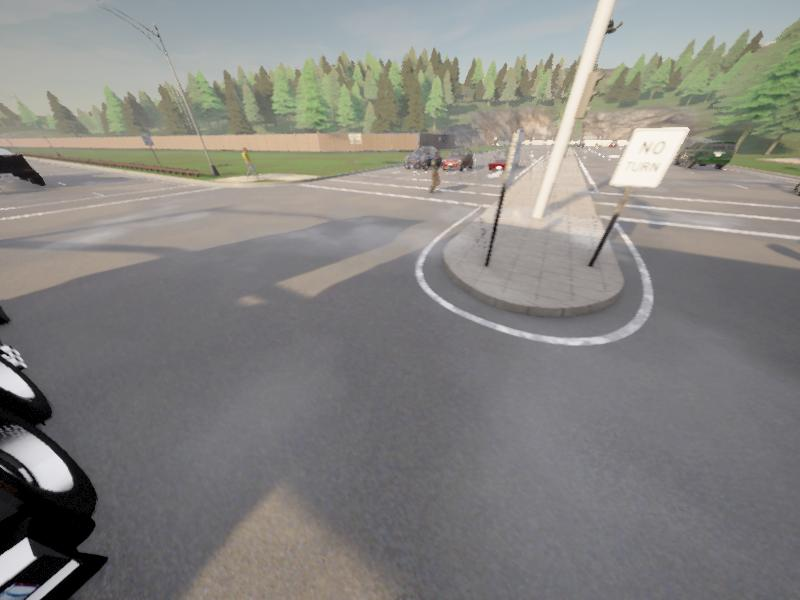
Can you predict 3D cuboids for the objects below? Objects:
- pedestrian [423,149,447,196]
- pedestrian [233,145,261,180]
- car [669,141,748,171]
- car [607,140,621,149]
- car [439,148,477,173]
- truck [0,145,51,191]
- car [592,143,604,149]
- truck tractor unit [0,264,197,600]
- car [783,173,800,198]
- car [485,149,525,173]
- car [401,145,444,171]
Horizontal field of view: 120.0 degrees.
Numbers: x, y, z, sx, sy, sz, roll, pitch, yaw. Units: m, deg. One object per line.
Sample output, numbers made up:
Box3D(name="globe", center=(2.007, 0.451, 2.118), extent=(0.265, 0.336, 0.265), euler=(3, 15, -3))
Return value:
Box3D(name="pedestrian", center=(1.658, -6.041, 10.990), extent=(0.751, 1.860, 0.751), euler=(18, 39, 25))
Box3D(name="pedestrian", center=(-9.554, -8.638, 14.544), extent=(0.751, 1.860, 0.751), euler=(-7, 35, -10))
Box3D(name="car", center=(27.114, -13.008, 20.668), extent=(2.150, 2.045, 5.566), euler=(18, 39, 24))
Box3D(name="car", center=(56.539, -41.144, 61.066), extent=(2.097, 1.767, 4.553), euler=(24, 42, 31))
Box3D(name="car", center=(5.134, -12.263, 20.162), extent=(1.851, 1.617, 3.988), euler=(18, 39, 25))
Box3D(name="truck", center=(-25.017, -8.235, 14.193), extent=(6.274, 2.098, 2.390), euler=(18, 39, 24))
Box3D(name="car", center=(52.156, -40.773, 60.990), extent=(1.895, 1.301, 4.718), euler=(20, 40, 26))
Box3D(name="truck tractor unit", center=(-5.109, -0.304, 0.781), extent=(6.516, 4.208, 3.053), euler=(18, 39, 24))
Box3D(name="car", center=(18.848, -4.662, 9.246), extent=(1.970, 1.475, 3.806), euler=(18, 39, 24))
Box3D(name="car", center=(9.283, -12.304, 20.296), extent=(2.163, 1.488, 4.792), euler=(18, 39, 25))
Box3D(name="car", center=(2.185, -13.405, 21.661), extent=(2.097, 1.767, 4.553), euler=(18, 39, 25))
